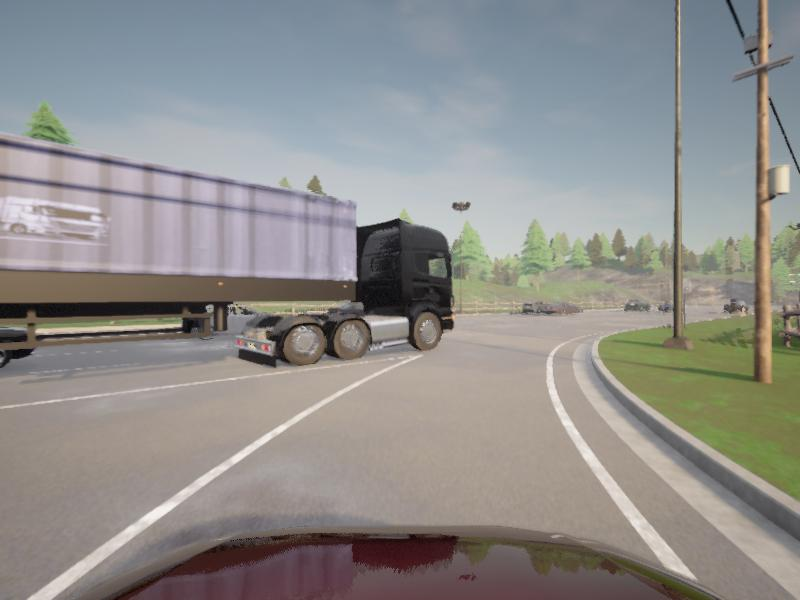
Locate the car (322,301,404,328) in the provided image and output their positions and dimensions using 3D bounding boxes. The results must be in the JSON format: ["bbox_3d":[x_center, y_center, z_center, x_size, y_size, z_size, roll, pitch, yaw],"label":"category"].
[{"bbox_3d":[-2.251,0.830,25.302,5.008,1.535,1.882,0,0,-41],"label":"car"}]

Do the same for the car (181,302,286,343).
[{"bbox_3d":[-6.866,0.829,16.650,3.633,1.501,1.845,0,0,-41],"label":"car"}]

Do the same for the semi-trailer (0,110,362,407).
[{"bbox_3d":[-7.173,-0.620,6.650,14.254,4.402,2.717,0,0,-42],"label":"semi-trailer"}]

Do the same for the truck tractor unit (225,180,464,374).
[{"bbox_3d":[-1.337,-0.520,11.994,6.516,4.208,3.053,0,0,-43],"label":"truck tractor unit"}]

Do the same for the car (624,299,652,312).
[{"bbox_3d":[33.626,0.738,56.503,4.553,1.767,2.097,0,0,-41],"label":"car"}]

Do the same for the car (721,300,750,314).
[{"bbox_3d":[41.600,0.818,49.522,5.238,1.638,1.930,0,0,-41],"label":"car"}]

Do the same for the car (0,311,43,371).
[{"bbox_3d":[-10.826,0.940,8.569,4.718,1.301,1.895,0,0,-41],"label":"car"}]

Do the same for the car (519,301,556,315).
[{"bbox_3d":[15.726,0.856,45.574,4.514,1.525,2.007,0,0,-41],"label":"car"}]

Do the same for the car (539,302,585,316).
[{"bbox_3d":[17.030,0.922,41.907,5.357,1.411,2.033,0,0,-37],"label":"car"}]
